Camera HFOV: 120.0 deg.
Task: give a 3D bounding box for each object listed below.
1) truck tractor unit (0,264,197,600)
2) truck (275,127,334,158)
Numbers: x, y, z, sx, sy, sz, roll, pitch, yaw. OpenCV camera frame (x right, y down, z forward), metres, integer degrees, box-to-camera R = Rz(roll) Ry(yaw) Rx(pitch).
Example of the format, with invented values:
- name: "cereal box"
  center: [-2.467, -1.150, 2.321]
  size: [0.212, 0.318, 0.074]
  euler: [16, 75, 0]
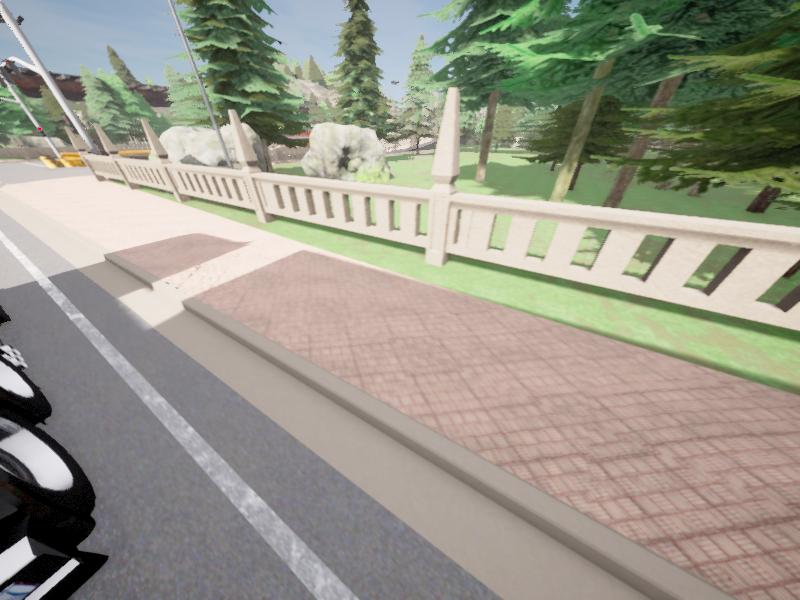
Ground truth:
- name: "truck tractor unit"
  center: [-5.114, -0.296, 0.782]
  size: [6.516, 4.208, 3.053]
  euler: [18, 39, 24]
- name: "truck"
  center: [-15.092, -25.727, 37.676]
  size: [2.891, 3.827, 8.468]
  euler: [18, 40, 24]
